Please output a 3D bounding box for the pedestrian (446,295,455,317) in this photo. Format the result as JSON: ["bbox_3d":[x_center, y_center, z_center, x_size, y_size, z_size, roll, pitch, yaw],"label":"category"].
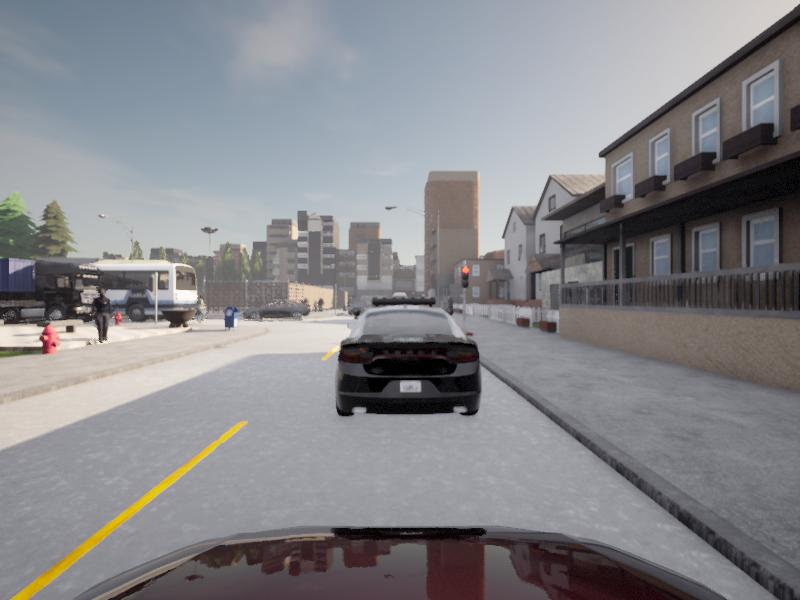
[{"bbox_3d":[4.383,0.517,34.553,0.751,1.860,0.751,0,0,6],"label":"pedestrian"}]

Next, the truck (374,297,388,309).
[{"bbox_3d":[-3.622,0.507,74.979,2.390,2.098,6.274,0,0,-5],"label":"truck"}]

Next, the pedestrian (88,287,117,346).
[{"bbox_3d":[-9.819,0.518,13.206,0.751,1.860,0.751,0,0,-39],"label":"pedestrian"}]

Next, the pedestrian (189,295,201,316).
[{"bbox_3d":[-18.311,0.517,35.775,0.751,1.860,0.751,0,0,-4],"label":"pedestrian"}]

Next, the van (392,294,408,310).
[{"bbox_3d":[-0.048,0.347,65.604,2.351,2.431,6.366,0,0,-1],"label":"van"}]

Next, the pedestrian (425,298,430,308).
[{"bbox_3d":[4.956,0.491,71.591,0.751,1.860,0.751,0,0,-14],"label":"pedestrian"}]

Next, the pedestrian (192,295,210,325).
[{"bbox_3d":[-12.514,0.625,25.168,0.751,1.860,0.751,0,0,39],"label":"pedestrian"}]

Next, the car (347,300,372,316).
[{"bbox_3d":[-4.100,0.810,41.056,2.038,1.542,4.974,0,0,0],"label":"car"}]

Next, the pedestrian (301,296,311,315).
[{"bbox_3d":[-9.379,0.515,39.879,0.751,1.860,0.751,0,0,-1],"label":"pedestrian"}]

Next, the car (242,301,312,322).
[{"bbox_3d":[-9.192,0.820,30.233,4.902,1.511,2.128,0,0,-13],"label":"car"}]

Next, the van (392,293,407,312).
[{"bbox_3d":[-0.076,0.295,57.479,1.988,2.561,5.915,0,0,-1],"label":"van"}]

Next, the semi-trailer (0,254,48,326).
[{"bbox_3d":[-31.099,-0.631,25.857,14.254,4.402,2.717,0,0,-1],"label":"semi-trailer"}]

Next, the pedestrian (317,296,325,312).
[{"bbox_3d":[-9.385,0.512,47.448,0.751,1.860,0.751,0,0,0],"label":"pedestrian"}]

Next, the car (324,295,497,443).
[{"bbox_3d":[0.062,0.768,7.065,1.930,1.638,5.238,0,0,-1],"label":"car"}]

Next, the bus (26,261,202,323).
[{"bbox_3d":[-20.892,-0.548,29.797,10.273,4.253,3.944,0,0,1],"label":"bus"}]

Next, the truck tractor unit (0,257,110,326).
[{"bbox_3d":[-23.186,-0.536,25.952,6.516,4.208,3.053,0,0,-1],"label":"truck tractor unit"}]
